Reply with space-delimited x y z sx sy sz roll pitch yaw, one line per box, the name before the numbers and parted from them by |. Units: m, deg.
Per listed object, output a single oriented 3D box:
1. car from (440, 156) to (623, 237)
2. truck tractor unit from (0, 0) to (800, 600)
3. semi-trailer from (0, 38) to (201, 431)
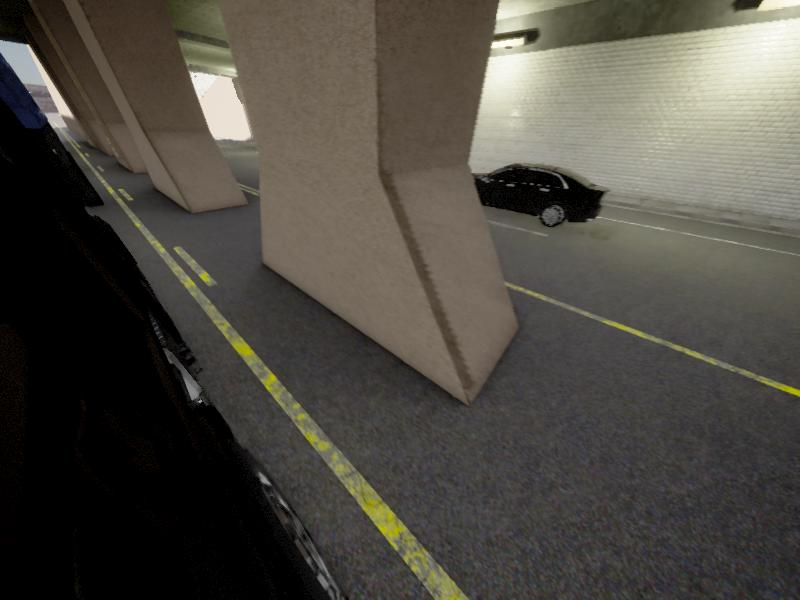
car | 4.029 -3.757 7.826 4.892 1.490 1.837 28 43 30
truck tractor unit | -2.645 -0.295 0.351 6.516 4.208 3.053 28 44 30
semi-trailer | -8.698 -3.591 4.250 14.254 4.402 2.717 28 43 30
